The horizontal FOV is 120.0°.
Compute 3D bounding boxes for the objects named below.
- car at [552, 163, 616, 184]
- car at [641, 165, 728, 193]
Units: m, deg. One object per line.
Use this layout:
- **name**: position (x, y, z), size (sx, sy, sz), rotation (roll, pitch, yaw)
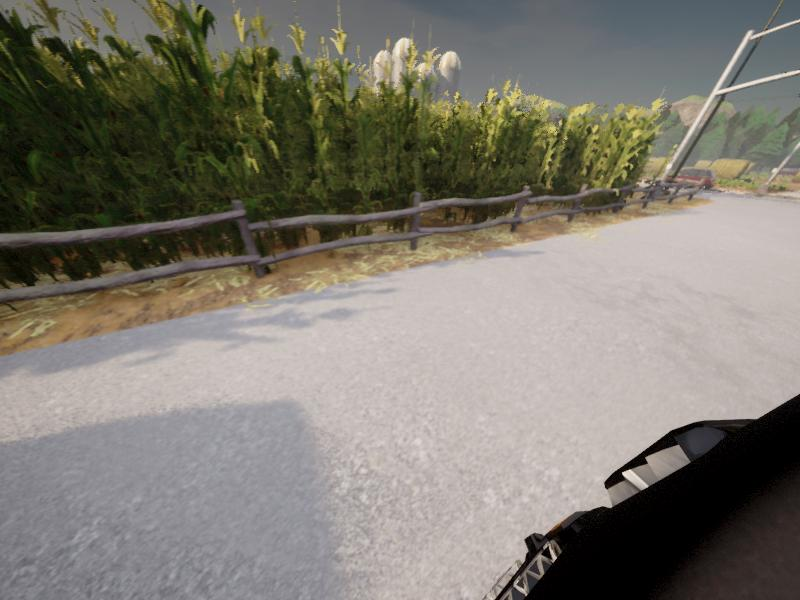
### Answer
- **car**: position (19.664, -13.781, 24.994), size (2.163, 1.488, 4.792), rotation (-16, 38, -26)
- **car**: position (26.171, -11.326, 21.498), size (2.097, 1.767, 4.553), rotation (-18, 39, -29)
